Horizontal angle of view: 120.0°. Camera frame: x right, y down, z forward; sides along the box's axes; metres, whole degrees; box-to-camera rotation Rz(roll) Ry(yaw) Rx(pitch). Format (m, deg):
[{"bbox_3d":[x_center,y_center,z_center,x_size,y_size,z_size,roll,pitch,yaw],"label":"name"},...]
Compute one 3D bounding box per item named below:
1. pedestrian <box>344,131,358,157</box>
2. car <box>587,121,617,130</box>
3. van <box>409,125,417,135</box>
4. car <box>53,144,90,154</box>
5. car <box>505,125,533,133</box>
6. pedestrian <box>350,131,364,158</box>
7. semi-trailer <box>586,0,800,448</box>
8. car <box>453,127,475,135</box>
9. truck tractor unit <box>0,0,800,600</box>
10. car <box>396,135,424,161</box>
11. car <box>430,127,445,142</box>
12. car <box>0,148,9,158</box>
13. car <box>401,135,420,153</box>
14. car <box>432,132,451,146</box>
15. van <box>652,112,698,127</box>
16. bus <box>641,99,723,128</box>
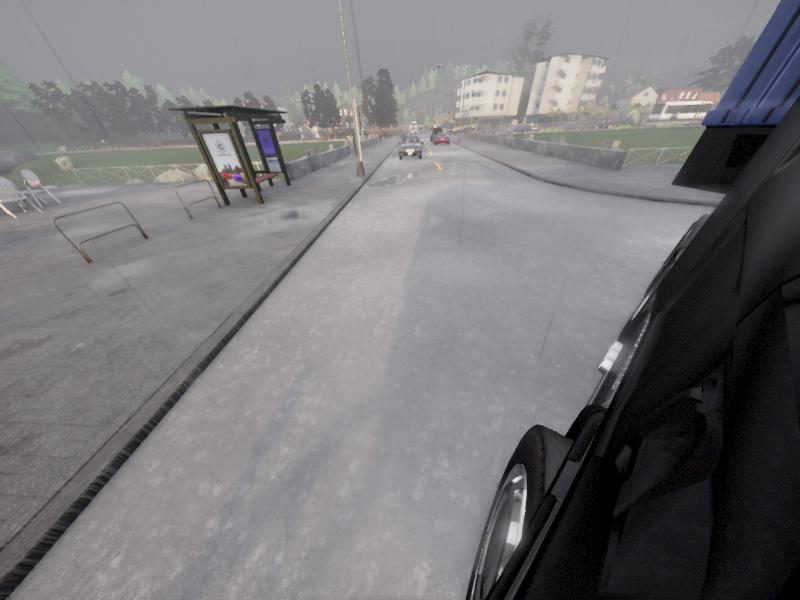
[{"bbox_3d":[-4.347,-13.916,20.671,0.751,1.860,0.751,0,37,3],"label":"pedestrian"},{"bbox_3d":[47.246,-40.946,54.134,4.892,1.490,1.837,0,37,4],"label":"car"},{"bbox_3d":[4.199,-53.813,73.071,2.351,2.431,6.366,0,37,4],"label":"van"},{"bbox_3d":[-83.306,-38.379,58.624,2.152,1.651,5.027,0,37,4],"label":"car"},{"bbox_3d":[28.507,-40.940,55.327,5.357,1.411,2.033,0,37,4],"label":"car"},{"bbox_3d":[-3.764,-13.638,20.265,0.751,1.860,0.751,3,37,7],"label":"pedestrian"},{"bbox_3d":[9.993,-2.007,2.025,14.254,4.402,2.717,-8,37,-7],"label":"semi-trailer"},{"bbox_3d":[15.479,-40.989,56.087,4.892,1.490,1.837,0,37,3],"label":"car"},{"bbox_3d":[2.645,-0.295,0.351,6.516,4.208,3.053,-28,44,-30],"label":"truck tractor unit"},{"bbox_3d":[0.939,-13.004,19.644,2.128,1.511,4.902,1,37,4],"label":"car"},{"bbox_3d":[5.969,-26.786,37.394,1.905,1.878,3.866,0,37,4],"label":"car"},{"bbox_3d":[-84.056,-29.496,46.575,2.033,1.649,4.856,0,37,4],"label":"car"},{"bbox_3d":[1.196,-17.092,25.256,1.895,1.301,4.718,0,37,4],"label":"car"},{"bbox_3d":[5.637,-22.285,31.851,1.994,1.385,4.181,-1,37,2],"label":"car"},{"bbox_3d":[62.844,-41.291,52.886,6.366,2.431,2.351,0,37,4],"label":"van"},{"bbox_3d":[59.801,-39.693,49.417,10.273,4.253,3.944,0,37,4],"label":"bus"}]
